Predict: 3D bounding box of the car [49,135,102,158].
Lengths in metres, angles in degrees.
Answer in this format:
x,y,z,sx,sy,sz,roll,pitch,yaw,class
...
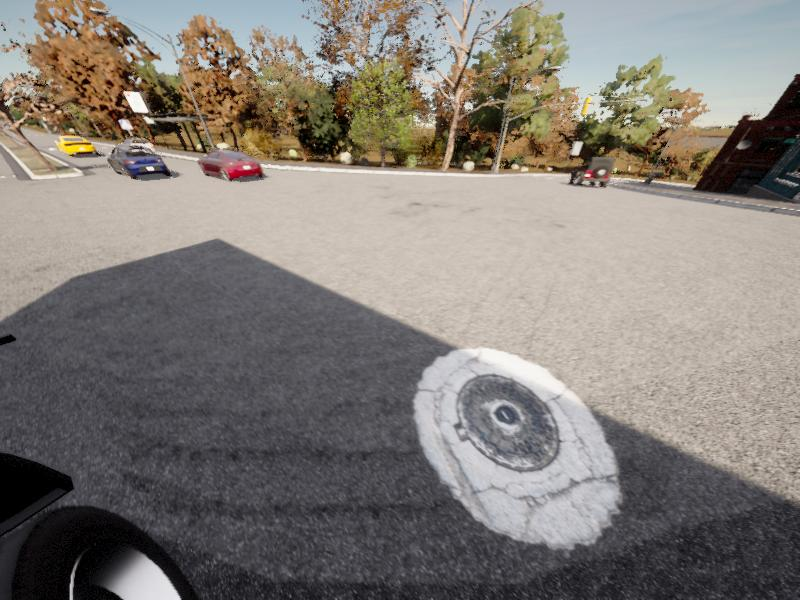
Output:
x,y,z,sx,sy,sz,roll,pitch,yaw,class
-30.482,-14.477,21.697,5.008,1.535,1.882,23,42,27,car

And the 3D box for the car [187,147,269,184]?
x,y,z,sx,sy,sz,roll,pitch,yaw,class
-9.856,-7.850,13.283,4.181,1.385,1.994,23,42,27,car

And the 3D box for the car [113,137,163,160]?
x,y,z,sx,sy,sz,roll,pitch,yaw,class
-23.634,-13.754,20.843,3.633,1.501,1.845,23,42,27,car

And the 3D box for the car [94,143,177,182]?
x,y,z,sx,sy,sz,roll,pitch,yaw,class
-15.076,-7.940,13.181,4.193,1.474,1.816,23,42,27,car

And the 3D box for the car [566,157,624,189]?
x,y,z,sx,sy,sz,roll,pitch,yaw,class
14.878,-9.946,17.972,1.905,1.878,3.866,13,33,15,car
